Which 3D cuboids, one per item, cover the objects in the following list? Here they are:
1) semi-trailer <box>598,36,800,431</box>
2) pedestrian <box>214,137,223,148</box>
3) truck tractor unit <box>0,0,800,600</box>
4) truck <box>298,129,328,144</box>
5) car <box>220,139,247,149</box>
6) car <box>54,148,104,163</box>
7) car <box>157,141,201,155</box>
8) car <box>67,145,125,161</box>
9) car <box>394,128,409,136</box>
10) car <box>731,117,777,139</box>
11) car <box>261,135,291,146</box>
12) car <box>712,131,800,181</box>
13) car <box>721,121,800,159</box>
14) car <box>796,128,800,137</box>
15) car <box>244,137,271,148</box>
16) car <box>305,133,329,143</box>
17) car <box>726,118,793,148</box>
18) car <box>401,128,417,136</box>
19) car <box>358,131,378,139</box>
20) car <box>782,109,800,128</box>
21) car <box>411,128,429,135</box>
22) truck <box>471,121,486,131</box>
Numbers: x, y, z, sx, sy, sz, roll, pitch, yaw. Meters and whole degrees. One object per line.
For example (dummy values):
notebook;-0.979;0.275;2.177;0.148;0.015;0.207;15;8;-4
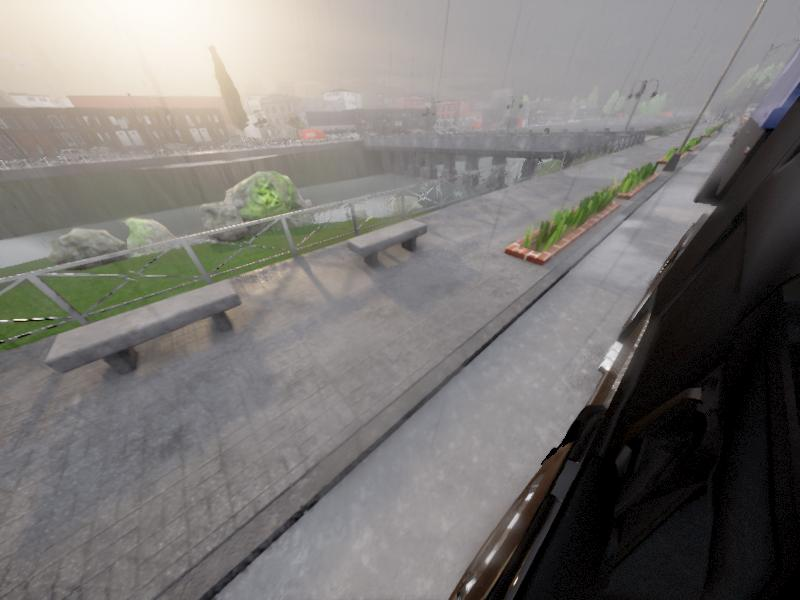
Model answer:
semi-trailer;8.655;-3.644;4.255;14.254;4.402;2.717;-29;44;-30
pedestrian;-37.615;-32.703;47.957;0.751;1.860;0.751;-26;43;-28
truck tractor unit;2.645;-0.295;0.351;6.516;4.208;3.053;-28;44;-30
truck;-19.292;-36.565;51.591;5.204;2.467;2.627;-29;44;-30
car;-33.453;-31.394;46.469;3.806;1.475;1.970;-27;43;-29
car;-46.661;-21.171;33.740;3.806;1.475;1.970;-28;44;-30
car;-37.775;-26.127;39.608;5.238;1.638;1.930;-28;44;-29
car;-48.168;-23.498;36.802;5.238;1.638;1.930;-28;44;-30
car;0.335;-47.121;64.798;3.866;1.878;1.905;-28;44;-31
car;34.011;-16.607;22.273;4.193;1.474;1.816;-29;44;-31
car;-27.101;-35.014;50.727;5.238;1.638;1.930;-28;44;-30
car;15.457;-6.245;9.827;4.181;1.385;1.994;-28;44;-30
car;21.419;-9.591;13.729;4.514;1.525;2.007;-28;44;-30
car;38.387;-15.873;20.914;5.366;1.575;1.801;-28;44;-30
car;-28.300;-31.315;45.911;3.988;1.617;1.851;-28;44;-30
car;-19.863;-39.001;55.562;4.856;1.649;2.033;-28;44;-30
car;26.412;-12.357;17.077;4.514;1.525;2.007;-28;44;-30
car;2.763;-51.466;70.724;5.008;1.535;1.882;-29;44;-30
car;-8.602;-45.242;63.151;4.974;1.542;2.038;-29;44;-30
car;52.371;-23.635;30.071;4.605;1.855;1.932;-29;44;-30
car;5.927;-50.037;68.605;5.366;1.575;1.801;-29;44;-30
truck;28.251;-62.697;83.191;5.204;2.467;2.627;-29;44;-30
